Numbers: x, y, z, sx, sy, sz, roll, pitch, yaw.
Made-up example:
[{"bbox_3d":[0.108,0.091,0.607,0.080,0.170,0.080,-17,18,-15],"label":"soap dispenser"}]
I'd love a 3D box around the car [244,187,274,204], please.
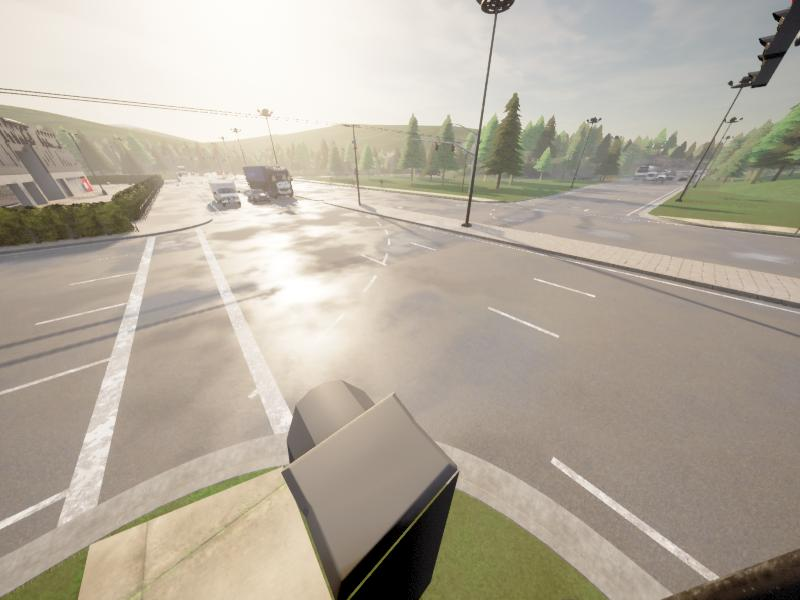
[{"bbox_3d":[-18.684,-13.795,30.468,2.038,1.542,4.974,-23,37,-34],"label":"car"}]

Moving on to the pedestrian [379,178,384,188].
[{"bbox_3d":[-3.738,-23.929,47.338,0.751,1.860,0.751,-22,36,-33],"label":"pedestrian"}]

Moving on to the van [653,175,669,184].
[{"bbox_3d":[73.173,-33.876,64.746,4.480,2.038,2.069,-23,37,-34],"label":"van"}]

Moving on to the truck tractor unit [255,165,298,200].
[{"bbox_3d":[-18.201,-17.369,33.962,3.053,4.208,6.516,-23,37,-34],"label":"truck tractor unit"}]

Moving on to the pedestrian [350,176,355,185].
[{"bbox_3d":[-11.306,-28.433,55.140,0.751,1.860,0.751,-22,37,-33],"label":"pedestrian"}]

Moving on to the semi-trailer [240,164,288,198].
[{"bbox_3d":[-23.337,-20.465,39.131,2.717,4.402,14.254,-23,37,-34],"label":"semi-trailer"}]

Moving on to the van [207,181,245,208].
[{"bbox_3d":[-21.310,-13.025,28.239,2.351,2.431,6.366,-23,37,-34],"label":"van"}]
